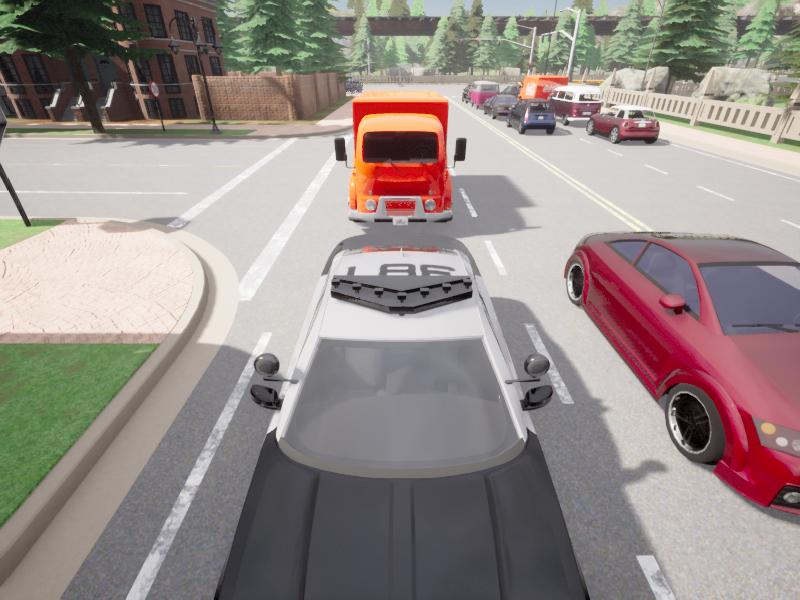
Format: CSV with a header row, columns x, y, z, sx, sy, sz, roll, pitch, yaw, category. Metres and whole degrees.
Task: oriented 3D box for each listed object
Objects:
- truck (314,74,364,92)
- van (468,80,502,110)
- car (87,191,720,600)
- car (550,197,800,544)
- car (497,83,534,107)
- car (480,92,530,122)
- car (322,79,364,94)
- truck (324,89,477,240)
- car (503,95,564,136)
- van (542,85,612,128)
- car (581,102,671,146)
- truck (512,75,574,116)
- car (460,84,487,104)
x,y,z,sx,sy,sz,roll,pitch,yaw,category
-8.281,-29.776,54.941,6.274,2.098,2.390,0,30,0,truck
7.010,-17.139,33.417,1.775,1.987,4.442,0,30,0,van
0.011,0.616,3.356,1.930,1.638,5.238,0,30,0,car
3.497,0.142,4.424,1.994,1.385,4.181,-1,30,-1,car
10.510,-18.906,36.804,2.033,1.649,4.856,0,30,0,car
7.012,-13.302,27.432,2.033,1.411,5.357,0,30,0,car
-7.362,-27.804,52.036,5.027,1.651,2.152,0,30,0,car
0.007,-3.590,9.715,2.627,2.467,5.204,0,30,0,truck
7.011,-9.986,21.541,1.851,1.617,3.988,0,30,0,car
10.510,-11.805,24.228,2.069,2.038,4.480,0,30,0,van
10.509,-8.411,18.974,1.970,1.475,3.806,0,30,0,car
10.513,-15.489,30.113,2.627,2.467,5.204,0,30,0,truck
7.011,-19.857,38.503,1.789,1.549,3.705,0,30,0,car
